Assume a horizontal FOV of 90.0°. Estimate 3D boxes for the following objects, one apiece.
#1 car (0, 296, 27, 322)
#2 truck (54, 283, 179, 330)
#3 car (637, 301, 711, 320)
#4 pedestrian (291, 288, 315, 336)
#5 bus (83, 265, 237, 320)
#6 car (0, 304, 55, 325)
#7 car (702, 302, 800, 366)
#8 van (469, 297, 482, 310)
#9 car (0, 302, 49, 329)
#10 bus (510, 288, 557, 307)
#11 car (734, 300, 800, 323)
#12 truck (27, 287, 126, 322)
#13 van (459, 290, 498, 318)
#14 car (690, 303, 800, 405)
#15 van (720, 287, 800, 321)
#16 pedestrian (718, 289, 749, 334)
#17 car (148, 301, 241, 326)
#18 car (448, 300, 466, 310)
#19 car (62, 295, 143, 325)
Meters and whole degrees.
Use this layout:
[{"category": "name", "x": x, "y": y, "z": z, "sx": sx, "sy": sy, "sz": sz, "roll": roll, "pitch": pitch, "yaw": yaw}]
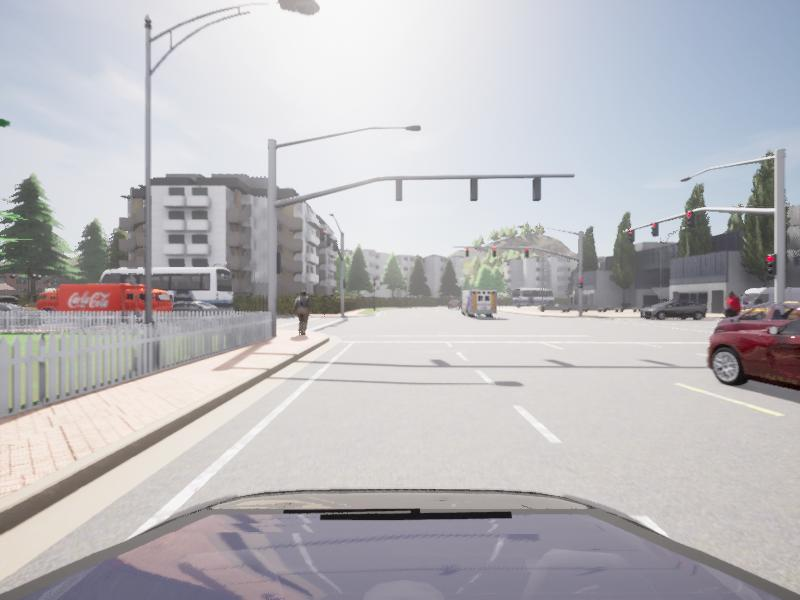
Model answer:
[{"category": "car", "x": -30.550, "y": 0.635, "z": 29.779, "sx": 3.866, "sy": 1.878, "sz": 1.905, "roll": 0, "pitch": 0, "yaw": 2}, {"category": "truck", "x": -15.693, "y": 0.348, "z": 22.412, "sx": 5.204, "sy": 2.467, "sz": 2.627, "roll": 0, "pitch": 0, "yaw": 1}, {"category": "car", "x": 21.803, "y": 0.817, "z": 31.963, "sx": 4.514, "sy": 1.525, "sz": 2.007, "roll": 0, "pitch": 0, "yaw": 2}, {"category": "pedestrian", "x": -3.848, "y": 0.479, "z": 15.851, "sx": 0.751, "sy": 1.860, "sz": 0.751, "roll": 0, "pitch": 0, "yaw": 1}, {"category": "bus", "x": -19.375, "y": -0.546, "z": 32.884, "sx": 10.273, "sy": 4.253, "sz": 3.944, "roll": 0, "pitch": 0, "yaw": 1}, {"category": "car", "x": -25.696, "y": 0.934, "z": 26.159, "sx": 4.718, "sy": 1.301, "sz": 1.895, "roll": 0, "pitch": 0, "yaw": 1}, {"category": "car", "x": 10.592, "y": 0.822, "z": 11.075, "sx": 1.845, "sy": 1.501, "sz": 3.633, "roll": 0, "pitch": 0, "yaw": 3}, {"category": "van", "x": 12.118, "y": 0.575, "z": 63.862, "sx": 1.775, "sy": 1.987, "sz": 4.442, "roll": 0, "pitch": 0, "yaw": 14}, {"category": "car", "x": -23.048, "y": 0.836, "z": 22.592, "sx": 4.892, "sy": 1.490, "sz": 1.837, "roll": 0, "pitch": 0, "yaw": 1}, {"category": "bus", "x": 30.521, "y": -0.572, "z": 91.374, "sx": 10.273, "sy": 4.253, "sz": 3.944, "roll": 0, "pitch": 0, "yaw": -23}, {"category": "car", "x": 27.163, "y": 0.791, "z": 28.323, "sx": 5.366, "sy": 1.575, "sz": 1.801, "roll": 0, "pitch": 0, "yaw": 2}, {"category": "truck", "x": -23.782, "y": 0.346, "z": 29.610, "sx": 5.204, "sy": 2.467, "sz": 2.627, "roll": 0, "pitch": 0, "yaw": 2}, {"category": "van", "x": 7.201, "y": 0.364, "z": 37.504, "sx": 2.351, "sy": 2.431, "sz": 6.366, "roll": 0, "pitch": 0, "yaw": -1}, {"category": "car", "x": 6.994, "y": 0.821, "z": 5.845, "sx": 1.882, "sy": 1.535, "sz": 5.008, "roll": 0, "pitch": 0, "yaw": 0}, {"category": "van", "x": 29.209, "y": 0.311, "z": 31.812, "sx": 5.915, "sy": 2.561, "sz": 1.988, "roll": 0, "pitch": 0, "yaw": 1}, {"category": "pedestrian", "x": 14.253, "y": 0.478, "z": 17.107, "sx": 0.751, "sy": 1.860, "sz": 0.751, "roll": 0, "pitch": 0, "yaw": 12}, {"category": "car", "x": -13.148, "y": 0.827, "z": 25.850, "sx": 4.902, "sy": 1.511, "sz": 2.128, "roll": 0, "pitch": 0, "yaw": 2}, {"category": "car", "x": 9.656, "y": 0.755, "z": 67.634, "sx": 2.152, "sy": 1.651, "sz": 5.027, "roll": 0, "pitch": 0, "yaw": 19}, {"category": "car", "x": -19.221, "y": 0.636, "z": 25.996, "sx": 3.866, "sy": 1.878, "sz": 1.905, "roll": 0, "pitch": 0, "yaw": 1}]
